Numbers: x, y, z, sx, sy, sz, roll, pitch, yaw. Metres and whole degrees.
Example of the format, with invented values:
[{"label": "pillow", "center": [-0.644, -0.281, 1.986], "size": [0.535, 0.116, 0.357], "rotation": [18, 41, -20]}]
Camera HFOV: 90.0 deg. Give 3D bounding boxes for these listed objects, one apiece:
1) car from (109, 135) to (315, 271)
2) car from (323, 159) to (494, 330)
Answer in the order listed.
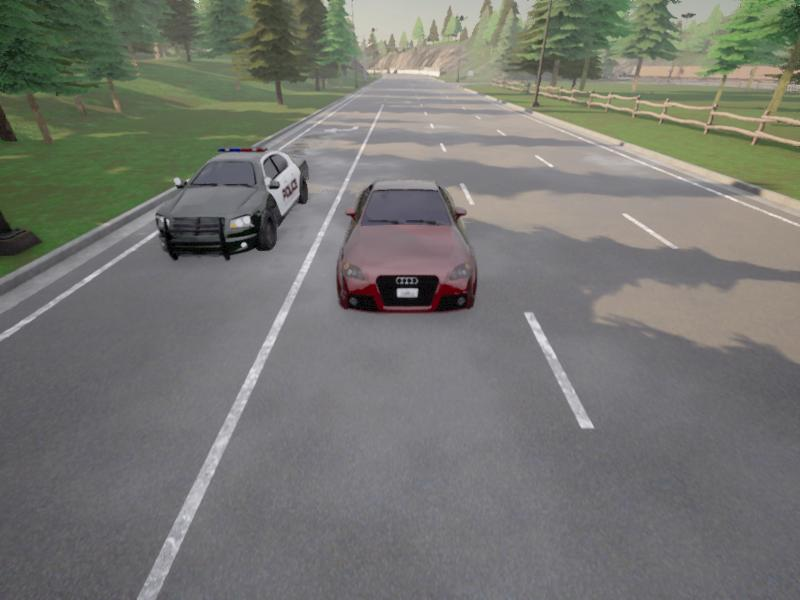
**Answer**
[{"label": "car", "center": [-3.404, -2.403, 8.646], "size": [2.038, 1.542, 4.974], "rotation": [0, 30, 0]}, {"label": "car", "center": [0.086, -1.254, 6.824], "size": [1.994, 1.385, 4.181], "rotation": [0, 30, 0]}]
